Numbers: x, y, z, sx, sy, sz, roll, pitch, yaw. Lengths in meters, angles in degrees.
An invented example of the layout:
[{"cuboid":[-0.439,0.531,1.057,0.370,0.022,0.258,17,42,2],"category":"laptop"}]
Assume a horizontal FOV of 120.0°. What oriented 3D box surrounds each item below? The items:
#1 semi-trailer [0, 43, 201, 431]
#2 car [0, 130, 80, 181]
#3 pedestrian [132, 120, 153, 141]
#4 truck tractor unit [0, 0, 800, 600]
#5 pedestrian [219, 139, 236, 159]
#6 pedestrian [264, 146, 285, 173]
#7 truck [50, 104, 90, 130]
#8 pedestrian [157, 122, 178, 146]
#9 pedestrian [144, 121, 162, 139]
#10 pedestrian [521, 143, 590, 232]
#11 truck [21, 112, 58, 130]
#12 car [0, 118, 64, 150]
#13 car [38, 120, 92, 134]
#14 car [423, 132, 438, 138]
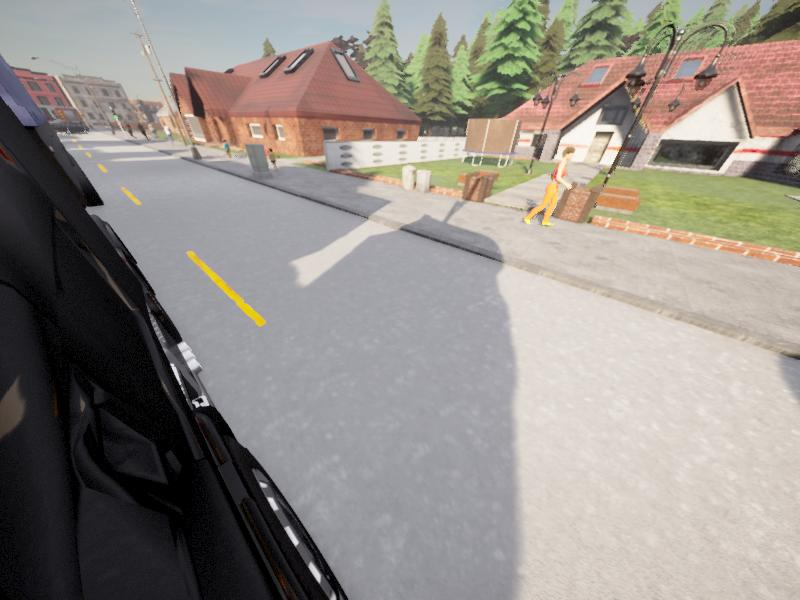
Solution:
[{"cuboid":[-8.706,-3.575,4.257,14.254,4.402,2.717,28,44,30],"category":"semi-trailer"},{"cuboid":[-16.980,-6.729,10.528,4.902,1.511,2.128,28,43,30],"category":"car"},{"cuboid":[-28.981,-19.061,26.043,0.751,1.860,0.751,27,43,29],"category":"pedestrian"},{"cuboid":[-2.645,-0.295,0.351,6.516,4.208,3.053,28,44,30],"category":"truck tractor unit"},{"cuboid":[-11.781,-10.311,15.770,0.500,1.100,0.500,-26,45,-32],"category":"pedestrian"},{"cuboid":[-6.452,-7.212,11.866,0.500,1.100,0.500,25,42,27],"category":"pedestrian"},{"cuboid":[-66.179,-36.624,46.367,8.468,3.827,2.891,28,43,30],"category":"truck"},{"cuboid":[-22.672,-16.239,22.563,0.751,1.860,0.751,-28,46,-34],"category":"pedestrian"},{"cuboid":[-31.475,-21.654,29.414,0.751,1.860,0.751,26,43,29],"category":"pedestrian"},{"cuboid":[3.859,-2.815,5.832,0.751,1.860,0.751,24,42,26],"category":"pedestrian"},{"cuboid":[-64.816,-32.235,41.649,5.204,2.467,2.627,27,43,30],"category":"truck"},{"cuboid":[-28.760,-13.073,18.171,4.605,1.855,1.932,27,43,31],"category":"car"},{"cuboid":[-48.826,-25.262,33.888,1.837,1.490,4.892,-7,36,-13],"category":"car"},{"cuboid":[10.407,-56.167,78.812,4.674,1.442,1.812,28,43,30],"category":"car"}]
